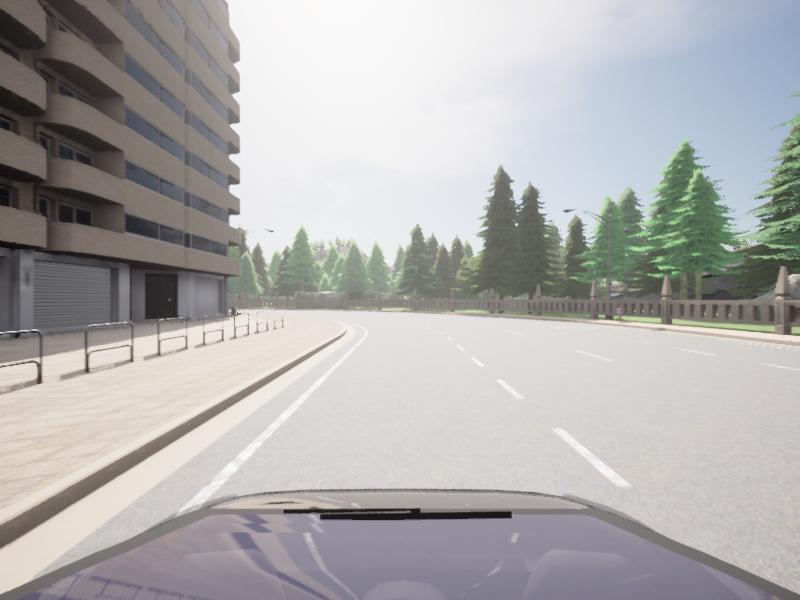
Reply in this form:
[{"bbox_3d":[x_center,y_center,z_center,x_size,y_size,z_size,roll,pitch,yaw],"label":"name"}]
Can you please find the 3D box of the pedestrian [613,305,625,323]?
[{"bbox_3d":[13.383,0.836,24.447,0.500,1.100,0.500,0,0,-3],"label":"pedestrian"}]
